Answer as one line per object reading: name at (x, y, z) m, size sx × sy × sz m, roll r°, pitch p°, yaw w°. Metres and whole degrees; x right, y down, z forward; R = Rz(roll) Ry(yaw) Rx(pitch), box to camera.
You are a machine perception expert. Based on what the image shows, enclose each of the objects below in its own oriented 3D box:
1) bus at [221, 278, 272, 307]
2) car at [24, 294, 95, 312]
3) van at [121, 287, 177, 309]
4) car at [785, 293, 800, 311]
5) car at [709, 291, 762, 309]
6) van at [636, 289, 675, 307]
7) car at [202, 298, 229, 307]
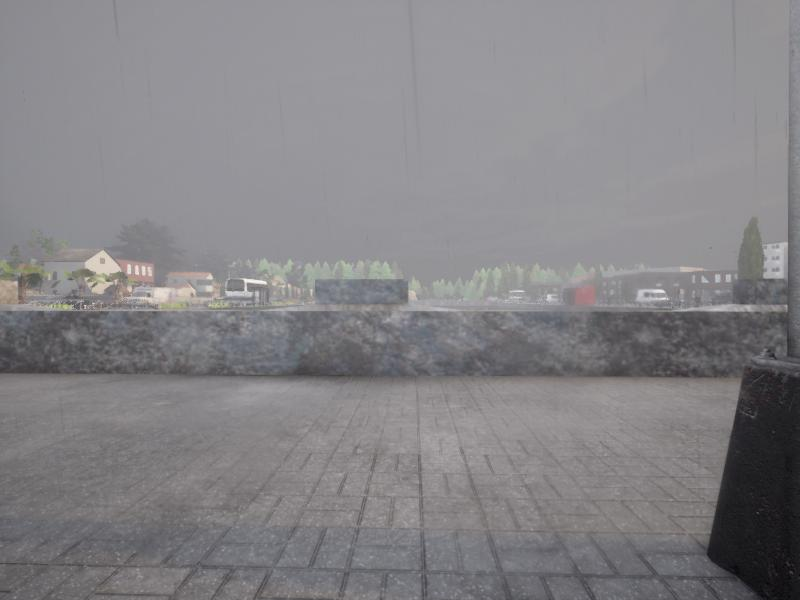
bus at (-24.503, -1.135, 64.726) m, size 3.944 × 4.253 × 10.273 m, roll 0°, pitch 0°, yaw 2°
car at (-29.395, 0.246, 34.793) m, size 1.837 × 1.490 × 4.892 m, roll 0°, pitch 0°, yaw 2°
van at (-29.002, -0.222, 46.510) m, size 2.351 × 2.431 × 6.366 m, roll 0°, pitch 0°, yaw 2°
car at (36.340, 0.201, 34.239) m, size 1.801 × 1.575 × 5.366 m, roll 0°, pitch 0°, yaw 2°
car at (36.662, 0.057, 43.890) m, size 1.932 × 1.855 × 4.605 m, roll 0°, pitch -1°, yaw 2°
van at (37.141, -0.281, 58.376) m, size 1.988 × 2.561 × 5.915 m, roll 0°, pitch 0°, yaw 2°
car at (-28.482, 0.341, 61.815) m, size 1.895 × 1.301 × 4.718 m, roll 0°, pitch 0°, yaw 2°
